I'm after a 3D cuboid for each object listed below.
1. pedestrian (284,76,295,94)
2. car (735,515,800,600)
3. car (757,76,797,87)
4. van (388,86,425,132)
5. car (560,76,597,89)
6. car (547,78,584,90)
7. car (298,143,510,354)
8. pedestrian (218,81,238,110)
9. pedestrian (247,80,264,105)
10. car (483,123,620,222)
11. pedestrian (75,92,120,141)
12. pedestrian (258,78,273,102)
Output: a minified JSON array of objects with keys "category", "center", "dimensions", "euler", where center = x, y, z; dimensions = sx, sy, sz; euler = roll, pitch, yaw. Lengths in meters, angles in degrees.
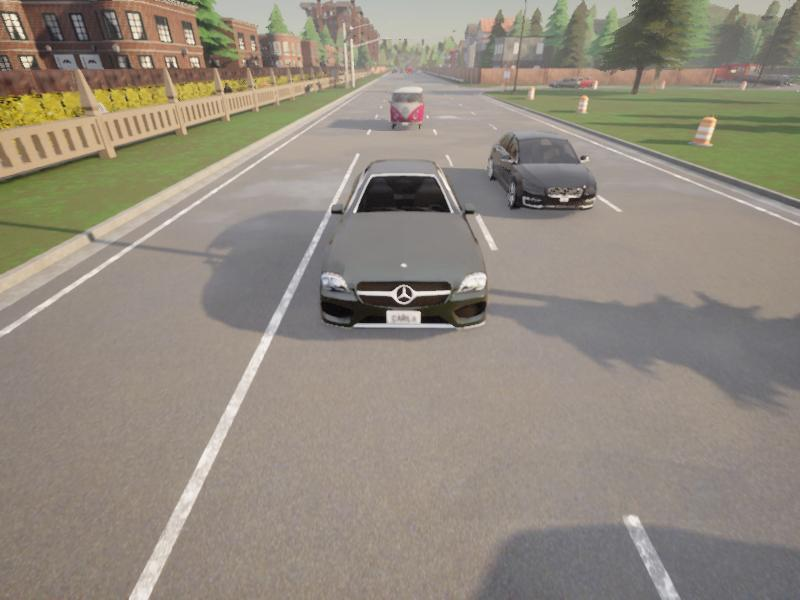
[{"category":"pedestrian","center":[-12.720,-24.788,46.140],"dimensions":[0.751,1.860,0.751],"euler":[0,30,0]},{"category":"car","center":[3.320,2.387,0.558],"dimensions":[1.994,1.385,4.181],"euler":[-1,30,-2]},{"category":"car","center":[65.558,-38.108,69.745],"dimensions":[2.152,1.651,5.027],"euler":[0,30,0]},{"category":"van","center":[0.428,-10.818,22.495],"dimensions":[1.775,1.987,4.442],"euler":[2,30,3]},{"category":"car","center":[28.045,-34.242,62.946],"dimensions":[4.611,1.667,2.242],"euler":[-4,31,-6]},{"category":"car","center":[24.547,-32.193,59.528],"dimensions":[4.514,1.525,2.007],"euler":[-5,31,-9]},{"category":"car","center":[0.051,-1.319,6.636],"dimensions":[2.152,1.651,5.027],"euler":[0,30,0]},{"category":"pedestrian","center":[-12.861,-15.329,29.987],"dimensions":[0.751,1.860,0.751],"euler":[2,30,4]},{"category":"pedestrian","center":[-11.994,-17.241,33.251],"dimensions":[0.751,1.860,0.751],"euler":[1,30,1]},{"category":"car","center":[3.626,-3.625,10.703],"dimensions":[1.837,1.490,4.892],"euler":[1,30,1]},{"category":"pedestrian","center":[-13.175,-8.012,17.480],"dimensions":[0.751,1.860,0.751],"euler":[0,30,0]},{"category":"pedestrian","center":[-12.249,-19.137,36.489],"dimensions":[0.751,1.860,0.751],"euler":[4,31,7]}]
